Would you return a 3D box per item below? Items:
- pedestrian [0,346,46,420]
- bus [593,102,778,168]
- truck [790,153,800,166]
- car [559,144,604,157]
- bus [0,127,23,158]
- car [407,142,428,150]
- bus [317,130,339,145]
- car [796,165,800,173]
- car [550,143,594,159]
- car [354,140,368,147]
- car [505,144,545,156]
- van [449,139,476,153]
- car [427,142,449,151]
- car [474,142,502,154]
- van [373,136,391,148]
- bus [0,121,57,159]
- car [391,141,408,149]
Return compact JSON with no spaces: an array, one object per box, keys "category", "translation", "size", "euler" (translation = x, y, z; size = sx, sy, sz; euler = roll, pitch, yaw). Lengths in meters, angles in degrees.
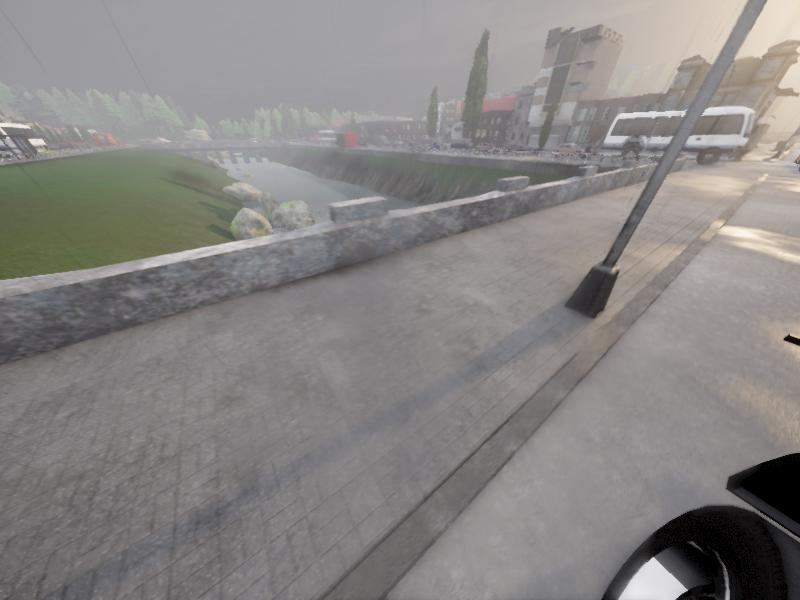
[{"category":"pedestrian","translation":[-4.101,0.362,1.592],"size":[0.751,1.860,0.751],"euler":[-11,36,-14]},{"category":"bus","translation":[26.839,-16.131,22.880],"size":[3.944,4.253,10.273],"euler":[-23,41,-29]},{"category":"truck","translation":[38.112,-13.403,20.446],"size":[5.204,2.467,2.627],"euler":[-23,41,-27]},{"category":"car","translation":[24.736,-20.518,31.616],"size":[1.994,1.385,4.181],"euler":[-22,41,-28]},{"category":"bus","translation":[-62.158,-22.974,33.281],"size":[3.944,4.253,10.273],"euler":[-22,41,-28]},{"category":"car","translation":[3.807,-33.619,50.421],"size":[1.895,1.301,4.718],"euler":[-22,41,-28]},{"category":"bus","translation":[-26.688,-59.933,85.401],"size":[3.944,4.253,10.273],"euler":[-22,41,-28]},{"category":"car","translation":[31.467,-10.204,17.003],"size":[4.718,1.301,1.895],"euler":[-22,41,-28]},{"category":"car","translation":[21.747,-18.985,29.373],"size":[1.970,1.475,3.806],"euler":[-22,41,-28]},{"category":"car","translation":[-11.629,-46.419,68.369],"size":[2.242,1.667,4.611],"euler":[-22,41,-28]},{"category":"car","translation":[18.102,-21.905,33.699],"size":[1.895,1.301,4.718],"euler":[-22,41,-28]},{"category":"van","translation":[11.182,-27.857,41.594],"size":[1.775,1.987,4.442],"euler":[-22,41,-28]},{"category":"car","translation":[7.561,-30.616,45.978],"size":[1.816,1.474,4.193],"euler":[-22,41,-28]},{"category":"car","translation":[14.401,-25.008,37.971],"size":[1.970,1.475,3.806],"euler":[-22,41,-28]},{"category":"van","translation":[-4.713,-41.103,60.016],"size":[1.988,2.561,5.915],"euler":[-22,41,-28]},{"category":"bus","translation":[-59.265,-24.379,35.252],"size":[3.944,4.253,10.273],"euler":[-22,41,-28]},{"category":"car","translation":[-0.191,-36.954,55.054],"size":[1.812,1.442,4.674],"euler":[-22,41,-28]}]
